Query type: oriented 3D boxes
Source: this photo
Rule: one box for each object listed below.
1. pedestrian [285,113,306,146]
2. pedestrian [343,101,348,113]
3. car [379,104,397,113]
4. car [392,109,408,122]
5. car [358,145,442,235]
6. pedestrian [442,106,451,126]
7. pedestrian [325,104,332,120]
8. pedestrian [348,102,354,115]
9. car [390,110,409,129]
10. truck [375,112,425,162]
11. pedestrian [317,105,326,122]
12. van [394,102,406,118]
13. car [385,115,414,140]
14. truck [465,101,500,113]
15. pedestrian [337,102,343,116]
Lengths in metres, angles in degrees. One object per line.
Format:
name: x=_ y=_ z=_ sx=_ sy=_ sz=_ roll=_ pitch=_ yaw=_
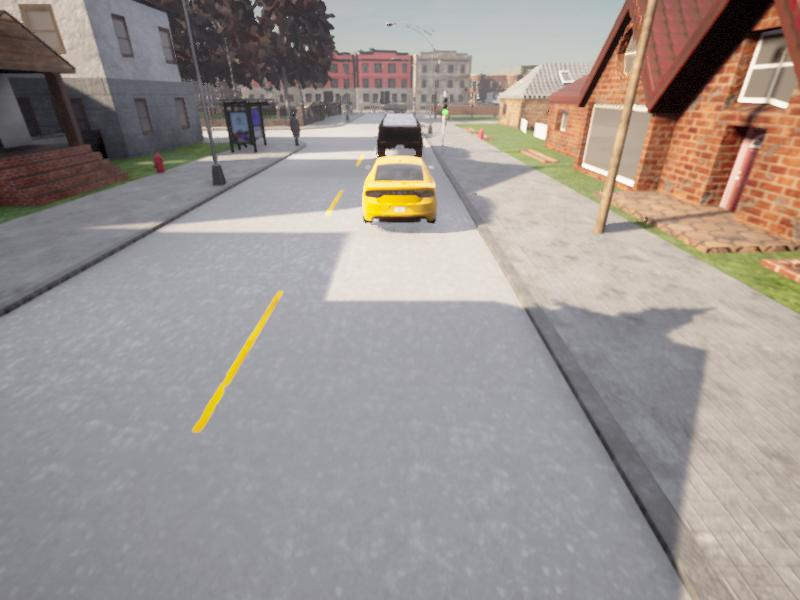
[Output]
pedestrian: x=-6.566 y=-10.706 z=25.114 sx=0.751 sy=1.860 sz=0.751 roll=12 pitch=29 yaw=21
pedestrian: x=-9.856 y=-35.019 z=72.508 sx=0.751 sy=1.860 sz=0.751 roll=3 pitch=27 yaw=5
car: x=-2.374 y=-38.377 z=80.154 sx=3.705 sy=1.549 sz=1.789 roll=0 pitch=27 yaw=0
car: x=-0.016 y=-23.928 z=51.830 sx=1.895 sy=1.301 sz=4.718 roll=0 pitch=27 yaw=0
car: x=-0.005 y=-3.388 z=11.552 sx=1.882 sy=1.535 sz=5.008 roll=0 pitch=27 yaw=0
pedestrian: x=4.838 y=-19.244 z=41.822 sx=0.751 sy=1.860 sz=0.751 roll=7 pitch=28 yaw=13
pedestrian: x=-9.274 y=-24.443 z=51.905 sx=0.751 sy=1.860 sz=0.751 roll=0 pitch=27 yaw=0
pedestrian: x=-7.721 y=-30.267 z=63.257 sx=0.751 sy=1.860 sz=0.751 roll=2 pitch=27 yaw=3
car: x=-0.006 y=-18.566 z=41.045 sx=1.851 sy=1.617 sz=3.988 roll=0 pitch=27 yaw=0
truck: x=-0.006 y=-9.301 z=22.453 sx=2.390 sy=2.098 sz=6.274 roll=0 pitch=27 yaw=0
pedestrian: x=-9.150 y=-21.815 z=46.787 sx=0.751 sy=1.860 sz=0.751 roll=0 pitch=27 yaw=-1
van: x=-0.008 y=-27.769 z=58.514 sx=1.775 sy=1.987 sz=4.442 roll=0 pitch=27 yaw=0
car: x=-0.007 y=-13.858 z=31.978 sx=2.128 sy=1.511 sz=4.902 roll=0 pitch=27 yaw=0
truck: x=16.446 y=-38.596 z=80.057 sx=6.274 sy=2.098 sz=2.390 roll=0 pitch=27 yaw=0
pedestrian: x=-9.256 y=-29.367 z=61.500 sx=0.751 sy=1.860 sz=0.751 roll=0 pitch=27 yaw=0
